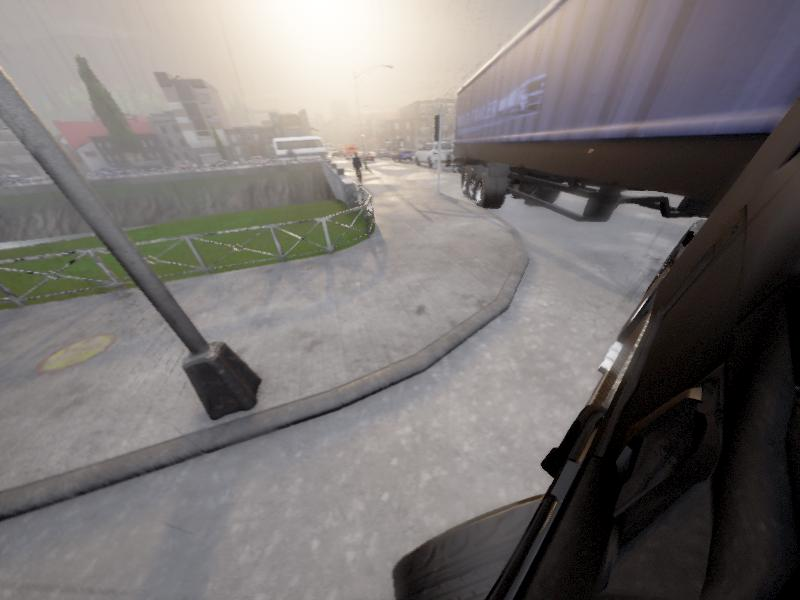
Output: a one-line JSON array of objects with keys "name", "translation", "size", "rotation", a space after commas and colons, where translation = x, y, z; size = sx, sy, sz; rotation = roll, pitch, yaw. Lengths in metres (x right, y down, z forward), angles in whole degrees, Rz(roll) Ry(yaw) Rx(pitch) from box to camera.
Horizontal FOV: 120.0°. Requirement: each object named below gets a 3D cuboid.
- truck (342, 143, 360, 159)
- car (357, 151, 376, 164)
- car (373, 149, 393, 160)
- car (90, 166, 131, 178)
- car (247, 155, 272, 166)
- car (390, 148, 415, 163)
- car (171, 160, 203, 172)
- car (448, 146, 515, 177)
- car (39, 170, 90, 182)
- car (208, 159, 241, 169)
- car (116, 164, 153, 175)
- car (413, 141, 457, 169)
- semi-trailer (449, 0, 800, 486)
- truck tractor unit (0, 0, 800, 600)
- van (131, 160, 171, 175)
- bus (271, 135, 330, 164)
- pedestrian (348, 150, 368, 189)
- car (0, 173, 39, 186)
[{"name": "truck", "translation": [-10.157, -30.497, 47.401], "size": [2.627, 2.467, 5.204], "rotation": [-13, 35, -13]}, {"name": "car", "translation": [-5.033, -21.253, 34.400], "size": [1.895, 1.301, 4.718], "rotation": [-13, 35, -13]}, {"name": "car", "translation": [-3.059, -25.293, 40.029], "size": [2.033, 1.411, 5.357], "rotation": [-13, 35, -13]}, {"name": "car", "translation": [-52.105, -23.152, 41.675], "size": [4.193, 1.474, 1.816], "rotation": [-13, 35, -13]}, {"name": "car", "translation": [-28.570, -28.482, 47.145], "size": [3.806, 1.475, 1.970], "rotation": [-13, 35, -13]}, {"name": "car", "translation": [0.255, -19.644, 31.319], "size": [2.007, 1.525, 4.514], "rotation": [-13, 35, -13]}, {"name": "car", "translation": [-40.757, -25.723, 44.312], "size": [3.806, 1.475, 1.970], "rotation": [-13, 35, -13]}, {"name": "car", "translation": [5.692, -10.355, 17.087], "size": [1.930, 1.638, 5.238], "rotation": [-13, 35, -13]}, {"name": "car", "translation": [-58.325, -21.667, 40.276], "size": [4.718, 1.301, 1.895], "rotation": [-13, 35, -13]}, {"name": "car", "translation": [-34.621, -27.040, 45.793], "size": [4.718, 1.301, 1.895], "rotation": [-13, 35, -13]}, {"name": "car", "translation": [-51.899, -25.523, 45.218], "size": [4.181, 1.385, 1.994], "rotation": [-13, 35, -13]}, {"name": "car", "translation": [3.305, -14.596, 23.169], "size": [2.150, 2.045, 5.566], "rotation": [-13, 35, -13]}, {"name": "semi-trailer", "translation": [4.090, -4.552, 6.256], "size": [2.717, 4.402, 14.254], "rotation": [-2, 34, 1]}, {"name": "truck tractor unit", "translation": [2.645, -0.295, 0.352], "size": [6.516, 4.208, 3.053], "rotation": [-28, 44, -30]}, {"name": "van", "translation": [-46.113, -24.724, 42.928], "size": [4.442, 1.987, 1.775], "rotation": [-13, 35, -13]}, {"name": "bus", "translation": [-20.508, -31.583, 48.423], "size": [10.273, 4.253, 3.944], "rotation": [-13, 35, -14]}, {"name": "pedestrian", "translation": [-2.432, -7.589, 13.422], "size": [0.751, 1.860, 0.751], "rotation": [-13, 35, -13]}, {"name": "car", "translation": [-64.957, -20.226, 38.691], "size": [4.674, 1.442, 1.812], "rotation": [-13, 35, -13]}]
